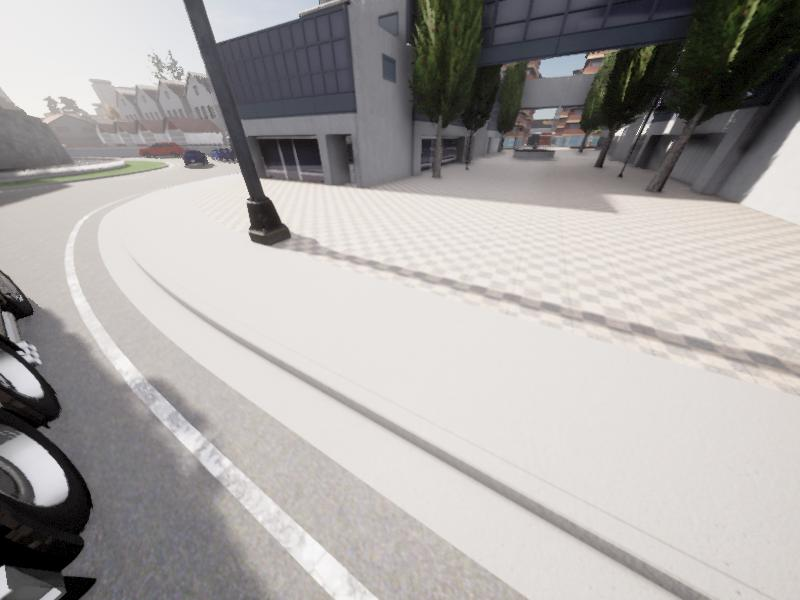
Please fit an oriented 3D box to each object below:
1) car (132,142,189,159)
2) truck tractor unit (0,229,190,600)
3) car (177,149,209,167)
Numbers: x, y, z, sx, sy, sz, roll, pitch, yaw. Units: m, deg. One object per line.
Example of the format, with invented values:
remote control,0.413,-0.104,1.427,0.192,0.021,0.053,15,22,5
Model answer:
car,-37.537,-23.616,36.456,5.566,2.045,2.150,-18,39,-24
truck tractor unit,-5.048,-0.360,0.858,6.516,4.208,3.053,21,40,27
car,-22.685,-15.707,25.499,1.812,1.442,4.674,-19,39,-25
